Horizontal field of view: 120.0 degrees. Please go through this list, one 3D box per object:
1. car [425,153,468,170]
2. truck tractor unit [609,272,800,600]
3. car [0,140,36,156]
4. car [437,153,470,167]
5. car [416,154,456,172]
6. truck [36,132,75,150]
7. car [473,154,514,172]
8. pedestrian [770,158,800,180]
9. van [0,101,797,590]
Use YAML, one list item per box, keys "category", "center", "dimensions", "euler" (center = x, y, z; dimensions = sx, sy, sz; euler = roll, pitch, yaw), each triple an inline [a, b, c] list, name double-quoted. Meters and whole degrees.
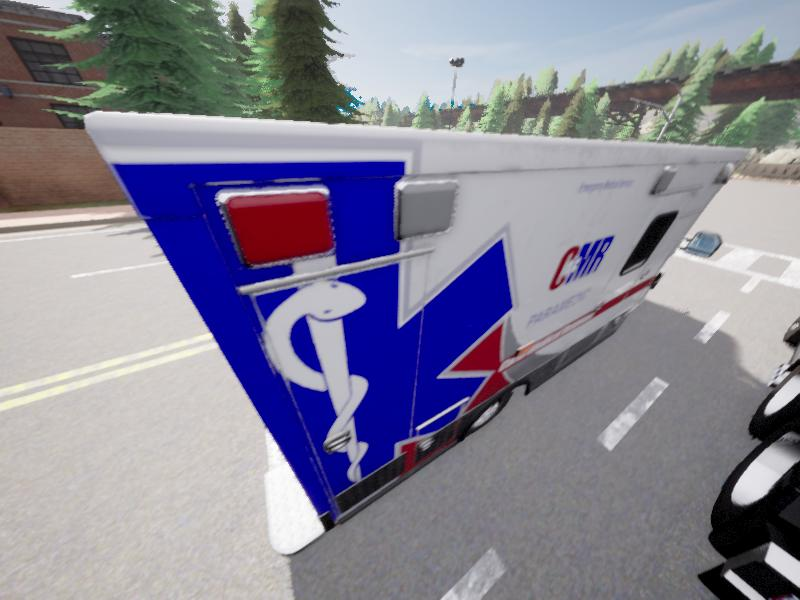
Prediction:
- category: "car"
  center: [5.552, -17.152, 28.456]
  dimensions: [2.033, 1.411, 5.357]
  euler: [-17, 38, -25]
- category: "truck tractor unit"
  center: [5.132, -0.234, 0.921]
  dimensions: [6.516, 4.208, 3.053]
  euler: [-15, 33, -26]
- category: "car"
  center: [-48.864, -19.162, 29.089]
  dimensions: [1.816, 1.474, 4.193]
  euler: [-21, 40, -29]
- category: "car"
  center: [7.217, -19.202, 31.558]
  dimensions: [1.994, 1.385, 4.181]
  euler: [-19, 39, -27]
- category: "car"
  center: [3.808, -14.928, 25.141]
  dimensions: [1.994, 1.385, 4.181]
  euler: [-17, 38, -25]
- category: "truck"
  center: [-61.899, -28.674, 41.661]
  dimensions: [2.627, 2.467, 5.204]
  euler: [-28, 44, -36]
- category: "car"
  center: [10.732, -15.963, 26.843]
  dimensions: [1.970, 1.475, 3.806]
  euler: [-17, 38, -25]
- category: "pedestrian"
  center: [38.983, -13.253, 23.338]
  dimensions: [0.751, 1.860, 0.751]
  euler: [-15, 38, -23]
- category: "van"
  center: [1.498, -0.562, 2.996]
  dimensions: [6.366, 2.431, 2.351]
  euler: [-17, 38, -25]
